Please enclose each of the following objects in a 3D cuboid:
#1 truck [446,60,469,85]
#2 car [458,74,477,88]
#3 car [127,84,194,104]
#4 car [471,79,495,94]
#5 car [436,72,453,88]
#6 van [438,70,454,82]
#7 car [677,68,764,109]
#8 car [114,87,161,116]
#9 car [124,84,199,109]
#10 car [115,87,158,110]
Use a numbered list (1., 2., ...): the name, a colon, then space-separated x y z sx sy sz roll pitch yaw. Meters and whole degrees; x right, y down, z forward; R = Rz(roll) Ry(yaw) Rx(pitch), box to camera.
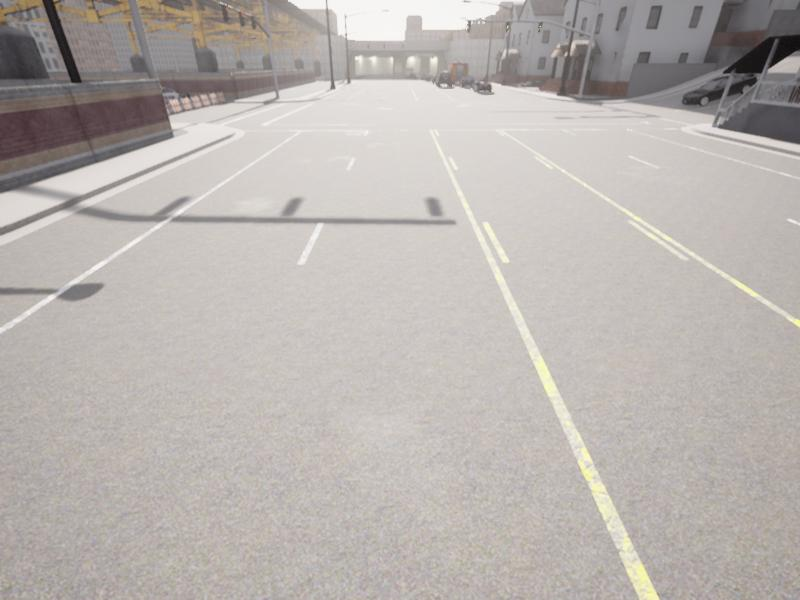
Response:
1. truck: 10.580 -42.245 74.160 2.891 3.827 8.468 0 30 0
2. car: 10.563 -34.425 62.840 2.097 1.767 4.553 0 30 0
3. car: -20.225 -17.541 34.011 1.853 1.218 4.536 15 34 24
4. car: 10.549 -27.485 51.409 2.033 1.411 5.357 0 30 0
5. car: 7.072 -35.488 64.404 2.150 2.045 5.566 0 30 0
6. van: 9.854 -48.043 85.855 2.069 2.038 4.480 -4 31 -9
7. car: 25.156 -16.687 31.572 5.008 1.535 1.882 -14 30 7
8. car: -19.415 -14.712 29.500 2.038 1.542 4.974 -20 36 -31
9. car: -20.200 -17.428 34.130 2.038 1.542 4.974 15 34 24
10. car: -19.446 -14.869 29.457 1.853 1.218 4.536 -20 36 -31
